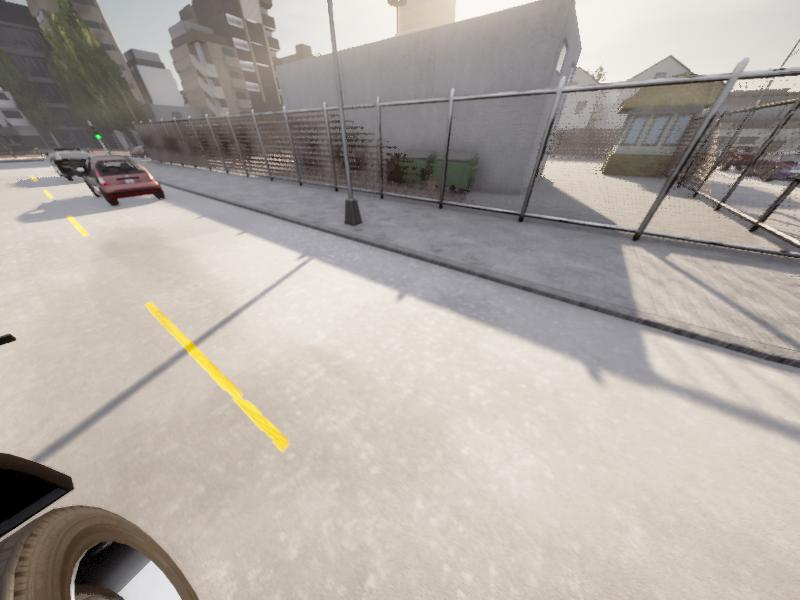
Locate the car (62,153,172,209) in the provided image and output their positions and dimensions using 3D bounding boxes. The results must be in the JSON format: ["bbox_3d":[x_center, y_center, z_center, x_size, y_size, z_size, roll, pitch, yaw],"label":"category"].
[{"bbox_3d":[-12.066,-5.226,9.882,3.988,1.617,1.851,22,41,28],"label":"car"}]

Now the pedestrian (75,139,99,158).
[{"bbox_3d":[-37.662,-18.264,27.808,0.751,1.860,0.751,-20,40,-26],"label":"pedestrian"}]

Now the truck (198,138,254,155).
[{"bbox_3d":[-27.021,-24.140,36.242,2.390,2.098,6.274,22,40,28],"label":"truck"}]

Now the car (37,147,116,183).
[{"bbox_3d":[-21.166,-8.950,15.087,5.238,1.638,1.930,22,40,27],"label":"car"}]

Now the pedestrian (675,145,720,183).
[{"bbox_3d":[17.227,-7.908,13.433,0.751,1.860,0.751,24,42,30],"label":"pedestrian"}]

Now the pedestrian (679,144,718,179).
[{"bbox_3d":[19.384,-9.030,15.042,0.751,1.860,0.751,-27,43,-33],"label":"pedestrian"}]

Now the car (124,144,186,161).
[{"bbox_3d":[-29.402,-17.878,27.895,1.812,1.442,4.674,22,40,28],"label":"car"}]
